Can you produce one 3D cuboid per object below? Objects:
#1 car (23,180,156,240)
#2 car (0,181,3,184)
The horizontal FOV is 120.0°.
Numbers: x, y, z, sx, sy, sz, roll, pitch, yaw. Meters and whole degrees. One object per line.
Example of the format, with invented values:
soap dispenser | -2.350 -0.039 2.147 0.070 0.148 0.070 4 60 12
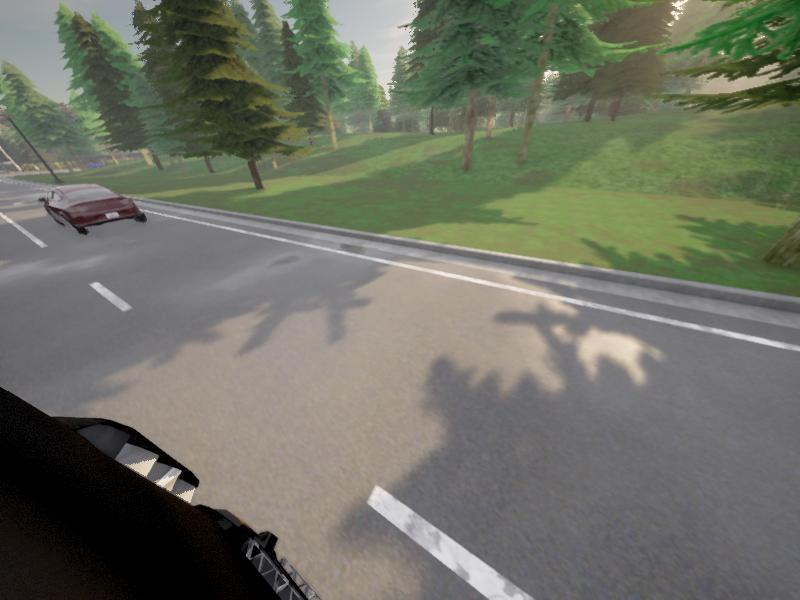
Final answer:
car | -11.876 -3.622 8.838 4.674 1.442 1.812 16 39 26
car | -55.967 -16.382 30.923 5.238 1.638 1.930 16 39 26
